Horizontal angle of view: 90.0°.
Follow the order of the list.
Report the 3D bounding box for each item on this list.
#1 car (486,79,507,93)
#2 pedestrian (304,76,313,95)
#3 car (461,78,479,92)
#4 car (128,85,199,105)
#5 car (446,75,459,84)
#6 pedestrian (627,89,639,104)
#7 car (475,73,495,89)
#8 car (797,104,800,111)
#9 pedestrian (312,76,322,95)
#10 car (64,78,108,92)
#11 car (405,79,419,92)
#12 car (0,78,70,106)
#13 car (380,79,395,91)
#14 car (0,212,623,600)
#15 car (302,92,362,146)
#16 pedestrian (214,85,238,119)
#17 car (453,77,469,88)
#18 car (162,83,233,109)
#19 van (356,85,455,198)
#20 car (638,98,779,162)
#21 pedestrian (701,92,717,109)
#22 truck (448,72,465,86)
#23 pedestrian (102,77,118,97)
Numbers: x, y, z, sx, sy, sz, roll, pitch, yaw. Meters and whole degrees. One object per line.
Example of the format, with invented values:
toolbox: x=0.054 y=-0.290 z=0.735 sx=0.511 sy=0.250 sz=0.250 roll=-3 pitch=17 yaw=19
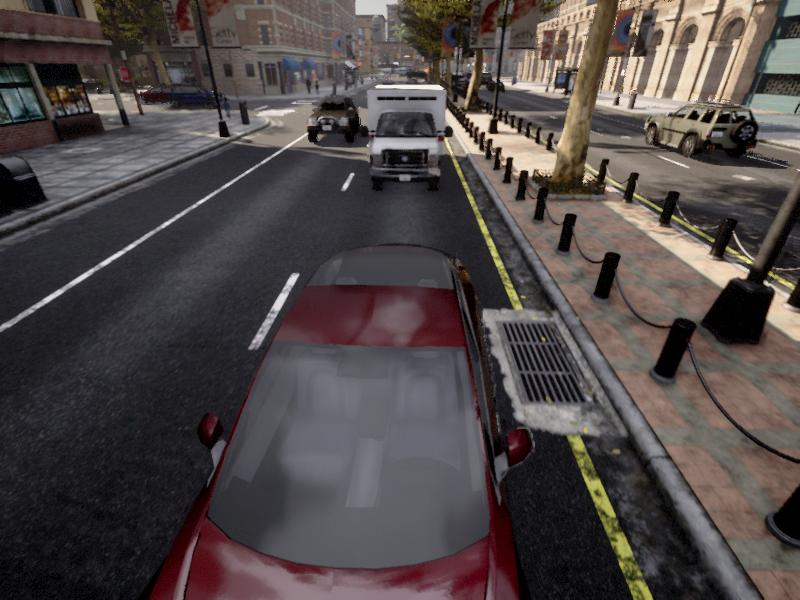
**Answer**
car: x=13.175 y=-29.421 z=54.913 sx=1.970 sy=1.475 sz=3.806 roll=1 pitch=30 yaw=1
pedestrian: x=-10.306 y=-24.185 z=45.139 sx=0.751 sy=1.860 sz=0.751 roll=-5 pitch=31 yaw=-8
car: x=9.699 y=-29.901 z=55.623 sx=1.837 sy=1.490 sz=4.892 roll=1 pitch=30 yaw=1
car: x=-21.387 y=-18.626 z=36.300 sx=5.008 sy=1.535 sz=1.882 roll=0 pitch=30 yaw=0
car: x=10.594 y=-45.029 z=81.540 sx=2.128 sy=1.511 sz=4.902 roll=1 pitch=30 yaw=1
pedestrian: x=20.475 y=-17.860 z=35.096 sx=0.500 sy=1.100 sz=0.500 roll=3 pitch=30 yaw=5
car: x=13.501 y=-35.204 z=64.159 sx=2.150 sy=2.045 sz=5.566 roll=1 pitch=30 yaw=1
car: x=31.585 y=-14.026 z=28.335 sx=2.161 sy=1.482 sz=4.786 roll=1 pitch=30 yaw=1
pedestrian: x=-9.398 y=-24.219 z=45.197 sx=0.751 sy=1.860 sz=0.751 roll=0 pitch=30 yaw=1
car: x=-43.367 y=-29.769 z=55.429 sx=2.128 sy=1.511 sz=4.902 roll=1 pitch=30 yaw=1
car: x=1.676 y=-29.545 z=55.066 sx=1.812 sy=1.442 sz=4.674 roll=1 pitch=30 yaw=1
car: x=-33.757 y=-18.716 z=35.942 sx=5.566 sy=2.045 sz=2.150 roll=-4 pitch=30 yaw=-6
car: x=-1.719 y=-31.285 z=58.177 sx=1.895 sy=1.301 sz=4.718 roll=1 pitch=30 yaw=1
car: x=-0.202 y=0.773 z=3.223 sx=2.163 sy=1.488 sz=4.792 roll=2 pitch=30 yaw=4
car: x=-3.060 y=-8.680 z=18.971 sx=1.932 sy=1.855 sz=4.605 roll=0 pitch=30 yaw=1
pedestrian: x=-10.667 y=-12.155 z=24.577 sx=0.751 sy=1.860 sz=0.751 roll=1 pitch=30 yaw=2
car: x=10.061 y=-35.972 z=66.111 sx=1.994 sy=1.385 sz=4.181 roll=1 pitch=30 yaw=1
car: x=-16.660 y=-16.918 z=33.129 sx=4.553 sy=1.767 sz=2.097 roll=0 pitch=30 yaw=0
van: x=0.222 y=-5.388 z=12.804 sx=2.351 sy=2.431 sz=6.366 roll=1 pitch=30 yaw=1
car: x=11.832 y=-6.889 z=15.913 sx=1.932 sy=1.855 sz=4.605 roll=1 pitch=30 yaw=1
pedestrian: x=23.991 y=-15.511 z=31.083 sx=0.500 sy=1.100 sz=0.500 roll=-11 pitch=32 yaw=-17
truck: x=10.333 y=-40.885 z=73.802 sx=2.390 sy=2.098 sz=6.274 roll=1 pitch=30 yaw=1
pedestrian: x=-30.688 y=-22.574 z=42.374 sx=0.751 sy=1.860 sz=0.751 roll=-14 pitch=33 yaw=-23
